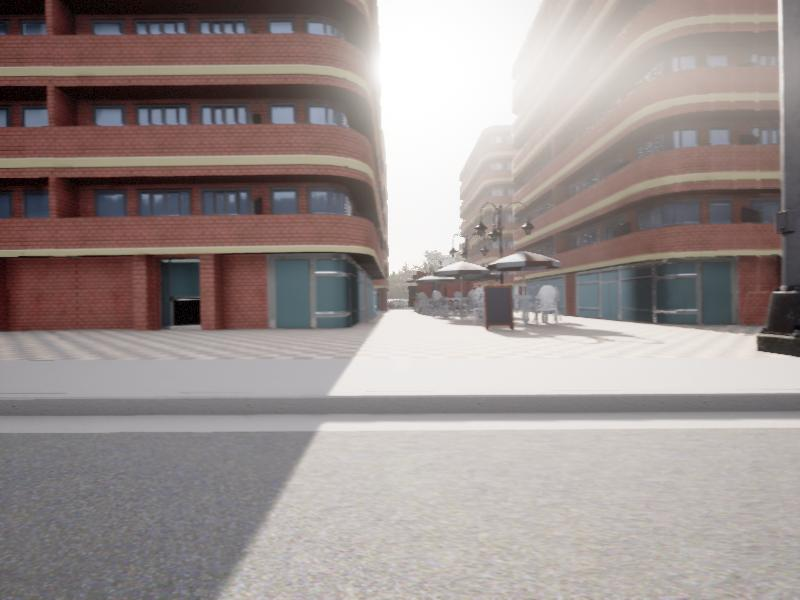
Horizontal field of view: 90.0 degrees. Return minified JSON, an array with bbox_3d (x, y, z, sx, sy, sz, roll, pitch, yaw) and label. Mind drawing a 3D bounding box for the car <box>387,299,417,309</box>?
[{"bbox_3d":[0.308,0.692,66.634,4.974,1.542,2.038,-1,0,-2],"label":"car"}]
